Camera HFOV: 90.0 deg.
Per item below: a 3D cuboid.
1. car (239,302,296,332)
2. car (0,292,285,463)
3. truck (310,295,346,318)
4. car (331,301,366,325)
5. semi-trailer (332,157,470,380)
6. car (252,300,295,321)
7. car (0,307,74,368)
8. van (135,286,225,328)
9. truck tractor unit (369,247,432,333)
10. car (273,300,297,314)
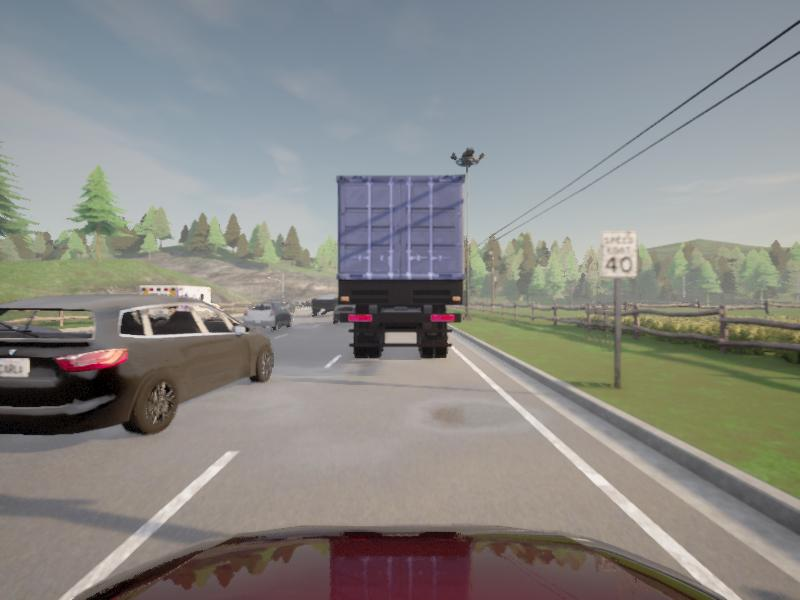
[{"bbox_3d":[-6.971,0.839,21.435,1.845,1.501,3.633,0,0,0],"label":"car"},{"bbox_3d":[-3.781,0.759,6.302,2.242,1.667,4.611,0,0,6],"label":"car"},{"bbox_3d":[-7.002,0.566,39.701,2.390,2.098,6.274,0,0,1],"label":"truck"},{"bbox_3d":[-3.464,0.863,27.898,1.837,1.490,4.892,0,0,0],"label":"car"},{"bbox_3d":[0.021,-0.610,15.000,2.717,4.402,14.254,0,0,0],"label":"semi-trailer"},{"bbox_3d":[-10.456,0.791,33.596,1.930,1.638,5.238,0,0,0],"label":"car"},{"bbox_3d":[-10.488,0.900,8.932,2.033,1.411,5.357,0,0,0],"label":"car"},{"bbox_3d":[-13.964,0.394,26.047,2.351,2.431,6.366,0,0,0],"label":"van"},{"bbox_3d":[0.024,-0.508,22.916,3.053,4.208,6.516,0,0,0],"label":"truck tractor unit"},{"bbox_3d":[-13.934,0.818,48.709,1.851,1.617,3.988,0,0,0],"label":"car"}]
